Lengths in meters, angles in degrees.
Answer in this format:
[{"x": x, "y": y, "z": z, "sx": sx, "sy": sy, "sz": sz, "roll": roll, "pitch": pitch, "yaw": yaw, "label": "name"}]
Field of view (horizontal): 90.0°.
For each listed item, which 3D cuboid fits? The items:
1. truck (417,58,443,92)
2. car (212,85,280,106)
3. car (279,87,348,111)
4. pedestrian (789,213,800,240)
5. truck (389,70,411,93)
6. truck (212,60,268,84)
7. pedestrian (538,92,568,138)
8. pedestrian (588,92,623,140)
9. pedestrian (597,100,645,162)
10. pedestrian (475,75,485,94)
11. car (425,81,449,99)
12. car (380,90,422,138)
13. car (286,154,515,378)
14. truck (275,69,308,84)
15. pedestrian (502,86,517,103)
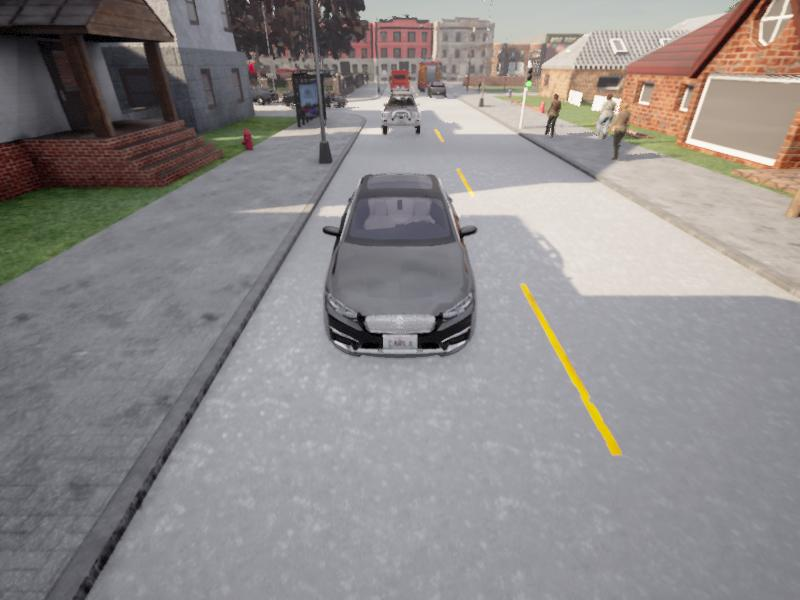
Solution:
[{"x": 3.994, "y": -31.012, "z": 55.011, "sx": 2.891, "sy": 3.827, "sz": 8.468, "roll": 0, "pitch": 30, "yaw": 0, "label": "truck"}, {"x": -13.237, "y": -17.732, "z": 34.675, "sx": 4.902, "sy": 1.511, "sz": 2.128, "roll": 0, "pitch": 30, "yaw": 0, "label": "car"}, {"x": -6.684, "y": -15.786, "z": 31.381, "sx": 4.892, "sy": 1.490, "sz": 1.837, "roll": -1, "pitch": 31, "yaw": -2, "label": "car"}, {"x": 8.069, "y": -1.905, "z": 7.124, "sx": 0.751, "sy": 1.860, "sz": 0.751, "roll": -2, "pitch": 30, "yaw": -3, "label": "pedestrian"}, {"x": -0.018, "y": -28.051, "z": 51.309, "sx": 2.627, "sy": 2.467, "sz": 5.204, "roll": 0, "pitch": 30, "yaw": 0, "label": "truck"}, {"x": -29.066, "y": -41.675, "z": 73.169, "sx": 8.468, "sy": 3.827, "sz": 2.891, "roll": 0, "pitch": 30, "yaw": 0, "label": "truck"}, {"x": 6.929, "y": -8.401, "z": 18.189, "sx": 0.751, "sy": 1.860, "sz": 0.751, "roll": 1, "pitch": 30, "yaw": 1, "label": "pedestrian"}, {"x": 9.087, "y": -8.130, "z": 17.727, "sx": 0.751, "sy": 1.860, "sz": 0.751, "roll": 0, "pitch": 30, "yaw": 1, "label": "pedestrian"}, {"x": 7.544, "y": -5.781, "z": 13.727, "sx": 0.751, "sy": 1.860, "sz": 0.751, "roll": -3, "pitch": 31, "yaw": -4, "label": "pedestrian"}, {"x": 9.386, "y": -25.268, "z": 46.920, "sx": 0.751, "sy": 1.860, "sz": 0.751, "roll": -11, "pitch": 32, "yaw": -18, "label": "pedestrian"}, {"x": 3.990, "y": -23.029, "z": 43.702, "sx": 2.128, "sy": 1.511, "sz": 4.902, "roll": 0, "pitch": 30, "yaw": 0, "label": "car"}, {"x": 0.093, "y": -9.738, "z": 20.704, "sx": 1.932, "sy": 1.855, "sz": 4.605, "roll": 0, "pitch": 30, "yaw": 1, "label": "car"}, {"x": 0.000, "y": -1.020, "z": 6.215, "sx": 2.128, "sy": 1.511, "sz": 4.902, "roll": 0, "pitch": 30, "yaw": 0, "label": "car"}, {"x": -19.905, "y": -41.090, "z": 73.514, "sx": 5.204, "sy": 2.467, "sz": 2.627, "roll": 0, "pitch": 30, "yaw": -1, "label": "truck"}, {"x": 9.649, "y": -18.109, "z": 35.277, "sx": 0.751, "sy": 1.300, "sz": 0.751, "roll": -13, "pitch": 33, "yaw": -21, "label": "pedestrian"}]
